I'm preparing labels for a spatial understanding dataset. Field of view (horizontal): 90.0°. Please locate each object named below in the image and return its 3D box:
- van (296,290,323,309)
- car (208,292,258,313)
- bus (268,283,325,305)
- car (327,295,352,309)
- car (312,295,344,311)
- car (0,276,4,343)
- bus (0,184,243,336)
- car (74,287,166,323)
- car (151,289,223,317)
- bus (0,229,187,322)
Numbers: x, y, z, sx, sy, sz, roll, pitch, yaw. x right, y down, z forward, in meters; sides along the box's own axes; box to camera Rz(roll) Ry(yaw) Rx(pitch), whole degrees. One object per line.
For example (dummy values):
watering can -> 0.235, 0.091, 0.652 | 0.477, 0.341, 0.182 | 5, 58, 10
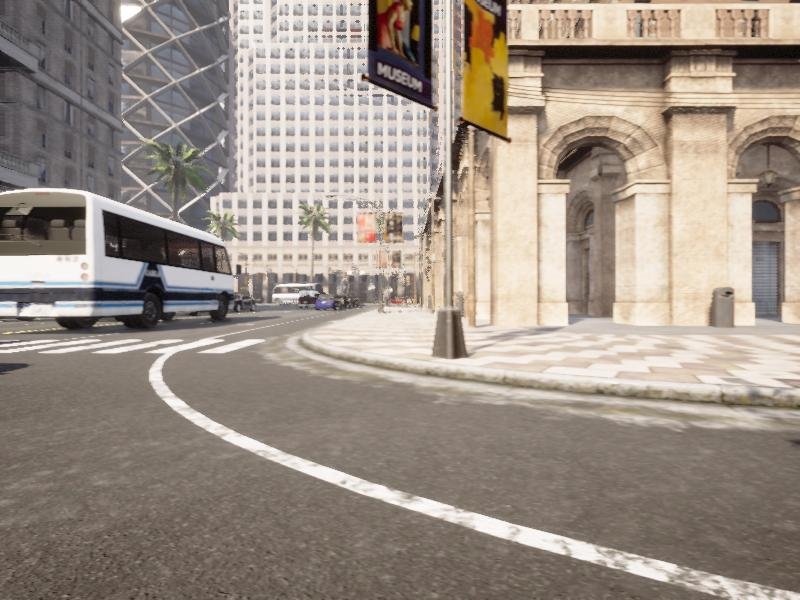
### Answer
van -> -10.157, -0.012, 45.323 | 2.069, 2.038, 4.480 | 0, 0, 0
car -> -13.750, 0.193, 33.368 | 1.930, 1.638, 5.238 | 0, 0, 0
bus -> -20.441, -1.105, 79.074 | 10.273, 4.253, 3.944 | 0, 0, 19
car -> -6.663, 0.239, 44.529 | 2.007, 1.525, 4.514 | 0, 0, 0
car -> -6.713, 0.262, 37.832 | 2.163, 1.488, 4.792 | 0, 0, 0
car -> -10.369, 0.218, 6.799 | 1.801, 1.575, 5.366 | 0, 0, 3
bus -> -10.393, -1.118, 16.304 | 3.944, 4.253, 10.273 | 0, 0, 0
car -> -13.779, 0.210, 20.010 | 1.851, 1.617, 3.988 | 0, 0, 0
car -> -13.786, 0.179, 26.262 | 2.242, 1.667, 4.611 | 0, 0, 0
bus -> -17.161, -1.106, 23.305 | 3.944, 4.253, 10.273 | 0, 0, 0
